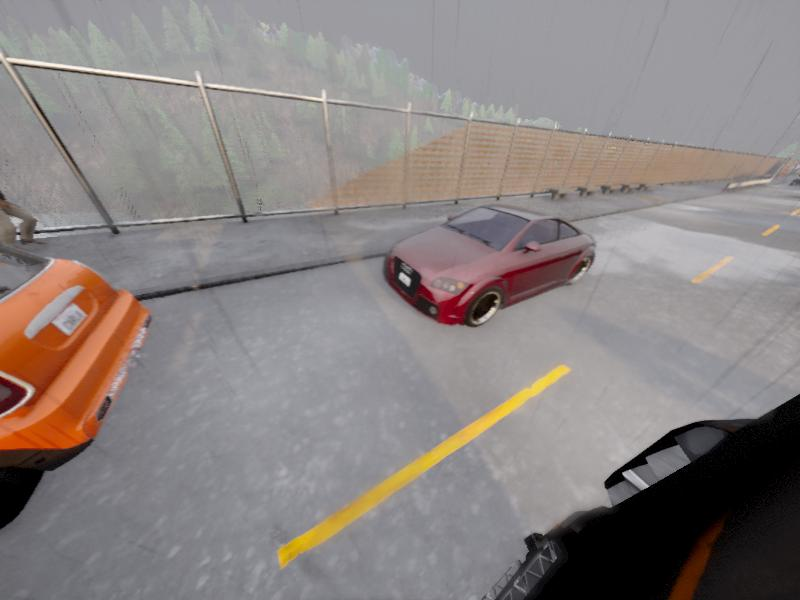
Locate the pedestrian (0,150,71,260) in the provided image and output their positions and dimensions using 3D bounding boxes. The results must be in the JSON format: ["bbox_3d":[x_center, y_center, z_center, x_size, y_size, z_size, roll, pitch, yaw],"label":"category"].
[{"bbox_3d":[-7.424,-1.789,4.204,0.751,1.860,0.751,-17,39,-28],"label":"pedestrian"}]

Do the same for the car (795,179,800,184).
[{"bbox_3d":[58.520,-17.158,32.508,4.856,1.649,2.033,-16,38,-26],"label":"car"}]

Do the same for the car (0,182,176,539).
[{"bbox_3d":[-4.529,0.682,0.983,4.553,1.767,2.097,-16,38,-25],"label":"car"}]

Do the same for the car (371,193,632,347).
[{"bbox_3d":[1.807,-0.965,4.302,4.181,1.385,1.994,-16,38,-26],"label":"car"}]

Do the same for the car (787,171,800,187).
[{"bbox_3d":[52.554,-15.453,29.519,5.027,1.651,2.152,-15,37,-25],"label":"car"}]
